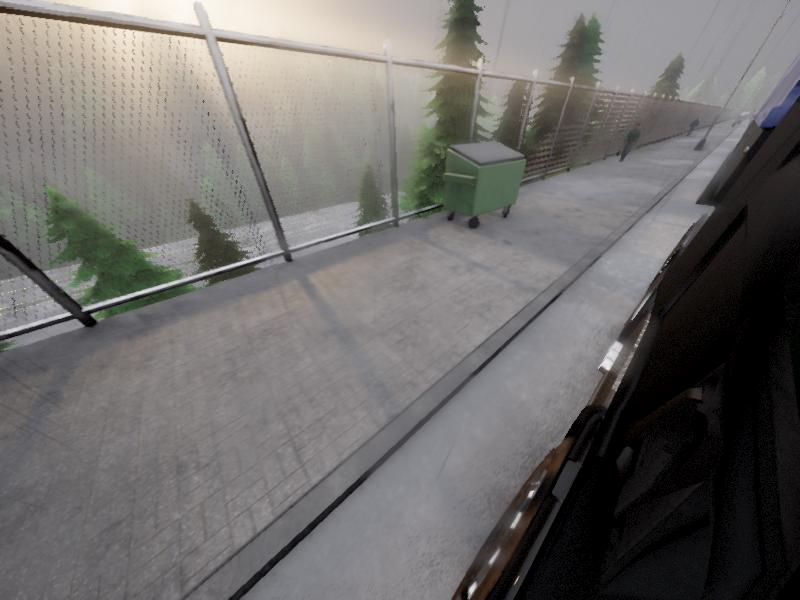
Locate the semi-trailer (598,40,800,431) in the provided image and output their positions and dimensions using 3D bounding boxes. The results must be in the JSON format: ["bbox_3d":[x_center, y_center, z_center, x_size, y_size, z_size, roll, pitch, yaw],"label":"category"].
[{"bbox_3d":[8.699,-3.595,4.241,14.254,4.402,2.717,-28,44,-30],"label":"semi-trailer"}]

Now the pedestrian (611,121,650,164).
[{"bbox_3d":[12.424,-8.474,12.485,0.751,1.860,0.751,29,47,35],"label":"pedestrian"}]

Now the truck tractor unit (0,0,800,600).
[{"bbox_3d":[2.645,-0.295,0.351,6.516,4.208,3.053,-28,44,-30],"label":"truck tractor unit"}]

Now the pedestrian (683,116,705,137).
[{"bbox_3d":[33.839,-19.973,26.623,0.751,1.860,0.751,-26,43,-29],"label":"pedestrian"}]
